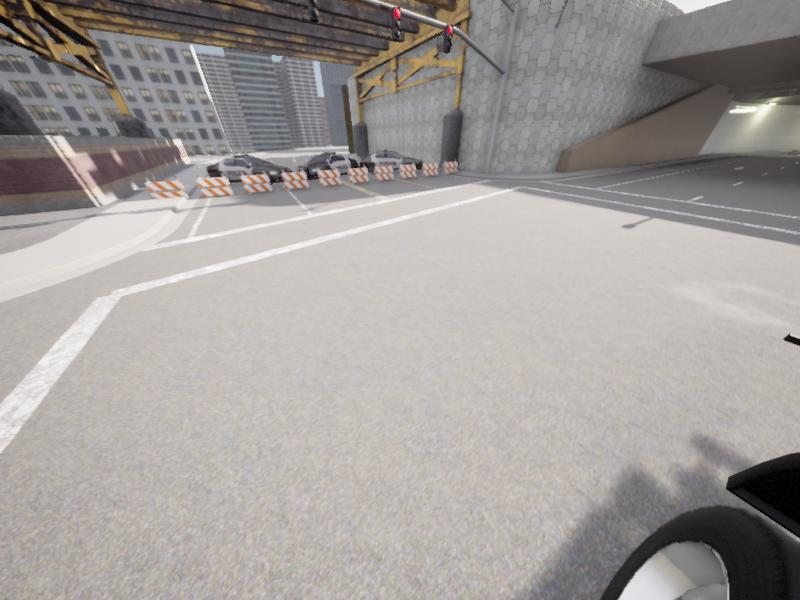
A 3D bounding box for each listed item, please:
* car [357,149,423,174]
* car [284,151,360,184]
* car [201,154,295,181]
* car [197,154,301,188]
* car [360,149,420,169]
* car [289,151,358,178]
[{"bbox_3d":[-0.734,-11.183,18.602,4.974,1.542,2.038,-1,35,0],"label":"car"},{"bbox_3d":[-5.027,-9.252,15.907,2.038,1.542,4.974,14,38,20],"label":"car"},{"bbox_3d":[-9.092,-8.061,13.992,4.536,1.218,1.853,8,36,12],"label":"car"},{"bbox_3d":[-9.040,-7.925,14.071,4.974,1.542,2.038,8,36,12],"label":"car"},{"bbox_3d":[-0.787,-11.311,18.512,4.536,1.218,1.853,-1,35,0],"label":"car"},{"bbox_3d":[-5.008,-9.409,15.856,1.853,1.218,4.536,14,38,20],"label":"car"}]
